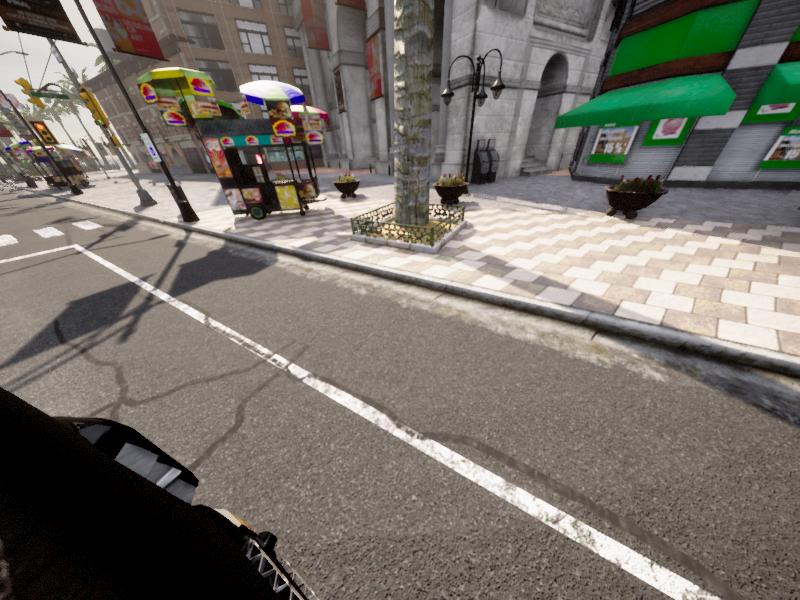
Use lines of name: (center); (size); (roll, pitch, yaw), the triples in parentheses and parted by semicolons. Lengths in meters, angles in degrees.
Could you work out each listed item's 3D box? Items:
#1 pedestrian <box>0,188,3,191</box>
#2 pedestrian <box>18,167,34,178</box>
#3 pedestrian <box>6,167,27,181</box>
pedestrian: (-43.166, -12.383, 24.174); (0.751, 1.860, 0.751); (17, 38, 27)
pedestrian: (-71.416, -24.364, 44.097); (0.751, 1.860, 0.751); (22, 41, 32)
pedestrian: (-62.163, -20.405, 37.429); (0.751, 1.860, 0.751); (8, 35, 17)
